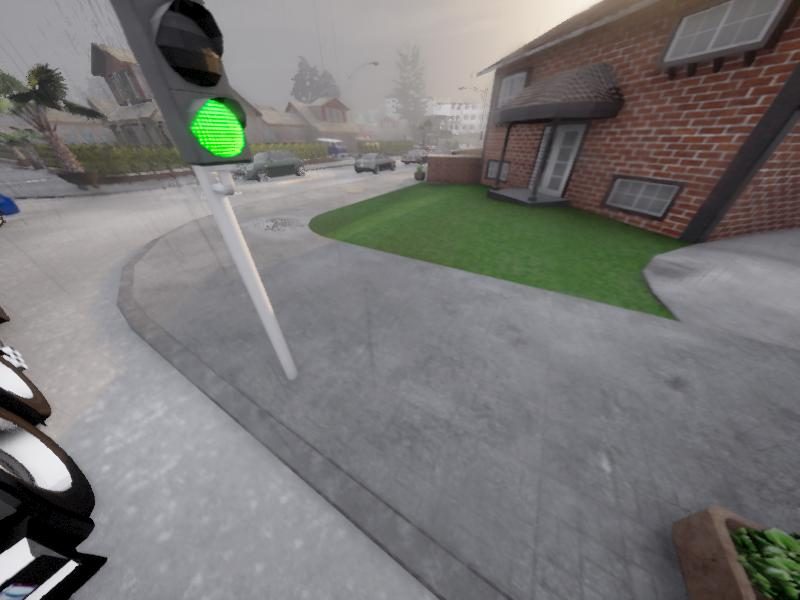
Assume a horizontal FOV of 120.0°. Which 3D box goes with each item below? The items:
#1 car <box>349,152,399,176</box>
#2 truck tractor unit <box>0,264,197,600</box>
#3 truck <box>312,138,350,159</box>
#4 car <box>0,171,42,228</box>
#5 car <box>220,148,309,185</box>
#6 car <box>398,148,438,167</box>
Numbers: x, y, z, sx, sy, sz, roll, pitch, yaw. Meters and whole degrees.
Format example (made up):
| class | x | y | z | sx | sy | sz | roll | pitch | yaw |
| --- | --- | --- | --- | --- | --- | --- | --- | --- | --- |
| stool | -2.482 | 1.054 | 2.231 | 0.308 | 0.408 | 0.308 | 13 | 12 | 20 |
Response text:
| class | x | y | z | sx | sy | sz | roll | pitch | yaw |
| --- | --- | --- | --- | --- | --- | --- | --- | --- | --- |
| car | -1.982 | -11.302 | 19.024 | 1.994 | 1.385 | 4.181 | 16 | 38 | 22 |
| truck tractor unit | -5.115 | -0.294 | 0.793 | 6.516 | 4.208 | 3.053 | 18 | 39 | 24 |
| truck | -9.199 | -20.291 | 30.903 | 4.478 | 2.038 | 2.069 | 20 | 40 | 23 |
| car | -13.705 | -2.071 | 5.725 | 1.882 | 1.535 | 5.008 | 0 | 35 | 2 |
| car | -8.874 | -9.217 | 15.714 | 2.097 | 1.767 | 4.553 | 18 | 39 | 24 |
| car | 2.012 | -15.234 | 24.611 | 2.033 | 1.411 | 5.357 | 18 | 39 | 24 |
